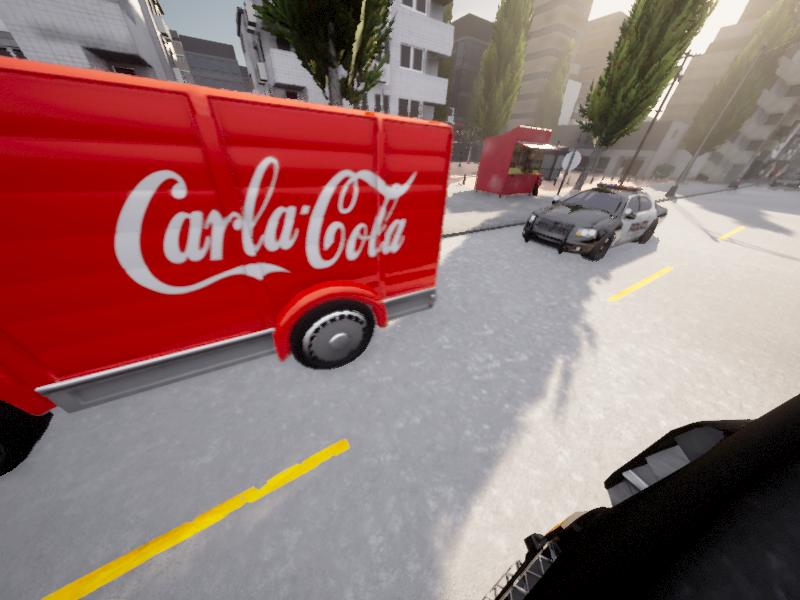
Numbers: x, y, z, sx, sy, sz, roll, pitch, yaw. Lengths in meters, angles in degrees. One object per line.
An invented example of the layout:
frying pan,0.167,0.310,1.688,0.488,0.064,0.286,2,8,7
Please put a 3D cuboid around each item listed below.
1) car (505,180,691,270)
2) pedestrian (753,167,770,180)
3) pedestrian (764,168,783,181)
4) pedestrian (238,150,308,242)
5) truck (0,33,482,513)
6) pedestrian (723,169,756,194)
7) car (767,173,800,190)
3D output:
car,5.739,-2.453,6.712,4.974,1.542,2.038,-16,38,-27
pedestrian,60.617,-21.254,38.772,0.751,1.860,0.751,-20,40,-31
pedestrian,59.736,-20.092,36.953,0.751,1.860,0.751,-13,37,-22
pedestrian,-2.937,-2.456,5.511,0.751,1.860,0.751,17,36,20
truck,-2.278,-0.531,2.355,5.204,2.467,2.627,-16,38,-27
pedestrian,29.703,-10.404,20.211,0.751,1.860,0.751,-17,38,-27
car,46.512,-14.209,27.596,4.514,1.525,2.007,-16,38,-27
